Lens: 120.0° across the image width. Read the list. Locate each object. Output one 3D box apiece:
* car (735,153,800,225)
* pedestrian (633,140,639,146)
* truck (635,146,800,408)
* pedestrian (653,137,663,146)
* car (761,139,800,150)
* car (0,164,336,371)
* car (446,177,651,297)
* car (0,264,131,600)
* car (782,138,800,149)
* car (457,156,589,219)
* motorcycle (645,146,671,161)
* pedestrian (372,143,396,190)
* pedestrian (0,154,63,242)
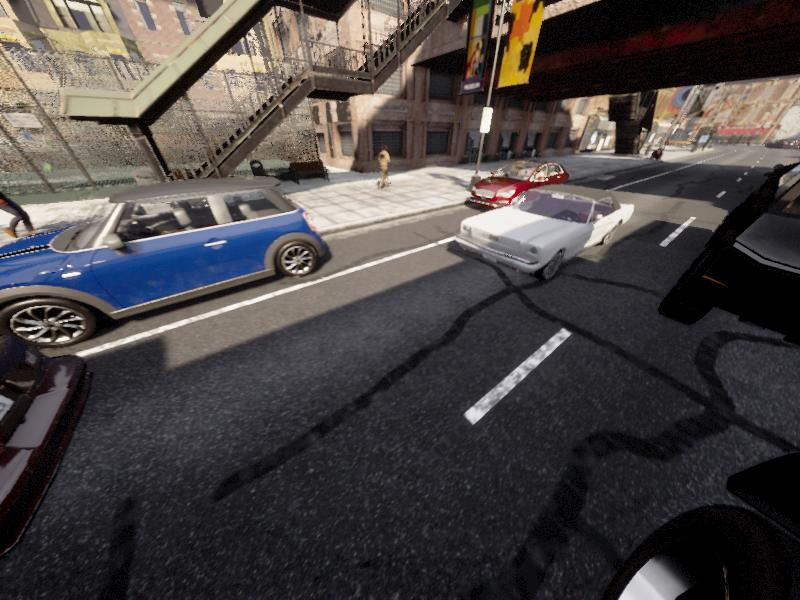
[{"bbox_3d":[14.178,-4.009,8.063,5.238,1.638,1.930,-23,41,-29],"label":"car"},{"bbox_3d":[62.564,-41.553,61.126,0.500,1.100,0.500,1,35,2],"label":"pedestrian"},{"bbox_3d":[6.521,-0.887,3.342,6.274,2.098,2.390,-23,41,-29],"label":"truck"},{"bbox_3d":[62.026,-38.072,55.526,0.751,1.860,0.751,10,36,14],"label":"pedestrian"},{"bbox_3d":[75.349,-30.748,45.595,2.242,1.667,4.611,13,37,18],"label":"car"},{"bbox_3d":[-3.816,-1.070,3.921,4.553,1.767,2.185,-23,41,-29],"label":"car"},{"bbox_3d":[3.502,-1.824,5.354,4.718,1.301,1.895,-23,41,-29],"label":"car"},{"bbox_3d":[-4.763,1.667,0.383,5.357,1.411,2.033,-23,41,-29],"label":"car"},{"bbox_3d":[79.030,-30.658,45.216,2.097,1.767,4.553,13,37,18],"label":"car"},{"bbox_3d":[4.884,-4.663,9.167,4.892,1.521,2.231,-23,41,-29],"label":"car"},{"bbox_3d":[26.911,-15.377,24.175,0.856,1.236,1.805,14,38,19],"label":"motorcycle"},{"bbox_3d":[-0.745,-6.346,11.017,0.751,1.860,0.751,29,44,35],"label":"pedestrian"},{"bbox_3d":[-9.793,-2.510,5.649,0.751,1.860,0.751,-16,38,-21],"label":"pedestrian"}]
